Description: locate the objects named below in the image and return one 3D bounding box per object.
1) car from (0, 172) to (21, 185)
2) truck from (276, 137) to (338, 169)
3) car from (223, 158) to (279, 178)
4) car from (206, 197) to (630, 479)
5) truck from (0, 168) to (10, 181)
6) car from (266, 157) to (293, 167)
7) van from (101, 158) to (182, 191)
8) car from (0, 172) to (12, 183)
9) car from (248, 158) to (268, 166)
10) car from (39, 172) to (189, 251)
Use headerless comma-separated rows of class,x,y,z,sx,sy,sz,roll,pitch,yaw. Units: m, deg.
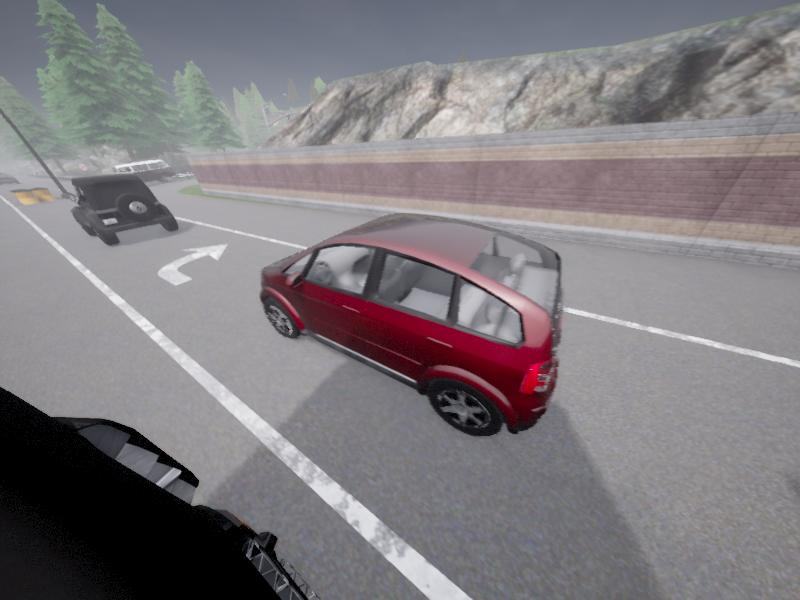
car,-62.296,-19.086,36.370,4.974,1.542,2.038,17,38,28
truck,-14.036,-23.050,36.124,2.891,3.827,8.468,17,38,27
car,-17.153,-15.441,26.899,2.038,1.542,4.974,17,38,27
car,-0.139,-0.172,2.837,3.705,1.549,1.789,17,38,27
truck,-87.685,-27.197,49.795,5.204,2.467,2.627,17,38,27
car,-23.502,-26.850,45.010,4.792,1.488,2.163,17,38,28
van,-24.790,-12.225,22.382,2.069,2.038,4.480,19,44,29
car,-74.596,-22.842,42.997,3.705,1.549,1.789,17,38,27
car,-32.798,-31.974,53.491,4.193,1.474,1.816,17,38,27
car,-9.612,-3.194,7.851,3.866,1.878,1.905,17,38,27
